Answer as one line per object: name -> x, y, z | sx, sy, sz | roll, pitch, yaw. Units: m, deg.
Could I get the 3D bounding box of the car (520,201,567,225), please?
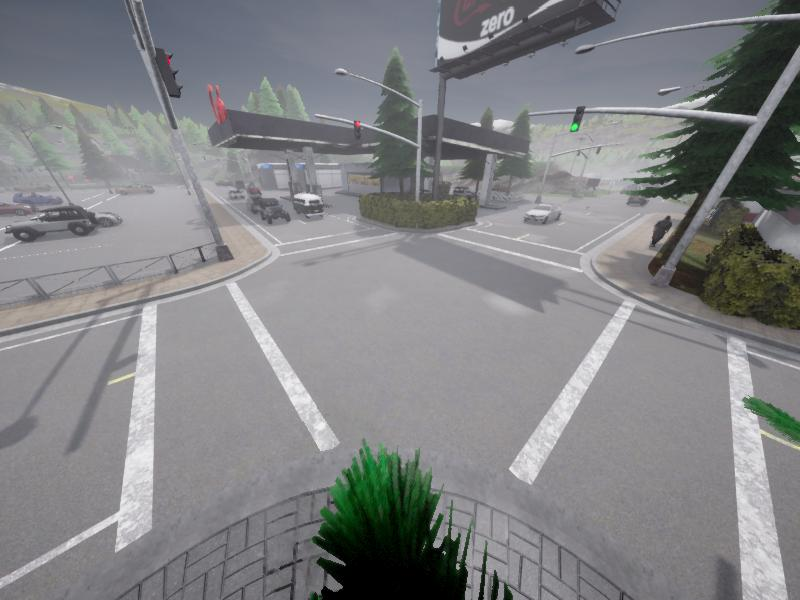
car -> 13.323, -8.082, 21.356 | 4.674, 1.442, 1.812 | -22, 36, -34

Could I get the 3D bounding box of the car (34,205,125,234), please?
car -> -25.501, -6.610, 18.671 | 3.806, 1.475, 1.970 | -23, 37, -34

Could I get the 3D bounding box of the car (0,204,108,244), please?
car -> -23.841, -5.383, 15.979 | 3.866, 1.878, 1.905 | -23, 37, -34

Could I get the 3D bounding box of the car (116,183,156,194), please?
car -> -49.532, -20.953, 43.472 | 4.514, 1.523, 2.007 | -23, 37, -34

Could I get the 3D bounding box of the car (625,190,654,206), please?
car -> 31.792, -13.518, 30.628 | 3.705, 1.549, 1.789 | -23, 37, -33

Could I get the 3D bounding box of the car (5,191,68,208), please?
car -> -45.788, -12.777, 29.270 | 3.633, 1.501, 1.845 | -23, 37, -34

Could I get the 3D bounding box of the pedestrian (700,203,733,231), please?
pedestrian -> 24.414, -6.398, 17.838 | 0.751, 1.860, 0.751 | -20, 35, -30

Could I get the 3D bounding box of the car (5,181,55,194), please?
car -> -73.453, -22.424, 45.961 | 4.605, 1.855, 1.932 | -23, 37, -34

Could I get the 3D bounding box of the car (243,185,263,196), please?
car -> -26.945, -20.104, 42.289 | 2.007, 1.525, 4.514 | -22, 37, -33

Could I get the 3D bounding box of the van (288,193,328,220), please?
van -> -9.515, -9.751, 23.844 | 2.069, 2.038, 4.480 | -22, 37, -33

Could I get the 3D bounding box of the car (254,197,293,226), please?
car -> -11.869, -8.361, 21.588 | 1.905, 1.878, 3.866 | -22, 37, -33

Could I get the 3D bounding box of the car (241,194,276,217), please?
car -> -15.968, -10.737, 25.960 | 2.033, 1.649, 4.856 | -22, 38, -33

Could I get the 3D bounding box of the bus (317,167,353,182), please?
bus -> -21.605, -41.780, 77.102 | 10.273, 4.253, 3.944 | 5, 30, 8

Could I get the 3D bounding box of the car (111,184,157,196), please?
car -> -47.482, -19.774, 41.410 | 5.027, 1.636, 2.152 | -23, 37, -34

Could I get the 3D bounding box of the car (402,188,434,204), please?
car -> 2.620, -15.713, 34.677 | 2.242, 1.667, 4.611 | -23, 37, -34

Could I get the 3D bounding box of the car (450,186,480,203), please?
car -> 9.747, -16.005, 34.849 | 1.905, 1.878, 3.866 | -23, 37, -34

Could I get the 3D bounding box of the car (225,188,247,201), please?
car -> -25.613, -16.524, 36.140 | 1.970, 1.475, 3.806 | -22, 37, -33

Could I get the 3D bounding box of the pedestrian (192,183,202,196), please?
pedestrian -> -34.921, -19.048, 39.775 | 0.751, 1.860, 0.751 | -22, 37, -33

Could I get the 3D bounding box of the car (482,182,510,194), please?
car -> 18.716, -21.953, 45.227 | 2.097, 1.767, 4.553 | -22, 37, -33

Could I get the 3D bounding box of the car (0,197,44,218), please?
car -> -39.420, -8.945, 22.590 | 4.514, 1.523, 2.007 | -23, 37, -34

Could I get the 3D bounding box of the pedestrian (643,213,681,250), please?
pedestrian -> 14.815, -3.892, 13.142 | 0.751, 1.860, 0.751 | 23, 37, 34

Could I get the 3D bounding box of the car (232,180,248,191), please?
car -> -35.570, -25.495, 51.265 | 1.905, 1.878, 3.866 | -22, 37, -33

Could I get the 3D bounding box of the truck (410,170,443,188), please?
truck -> 6.493, -30.338, 57.712 | 2.891, 3.827, 8.468 | -22, 37, -33
